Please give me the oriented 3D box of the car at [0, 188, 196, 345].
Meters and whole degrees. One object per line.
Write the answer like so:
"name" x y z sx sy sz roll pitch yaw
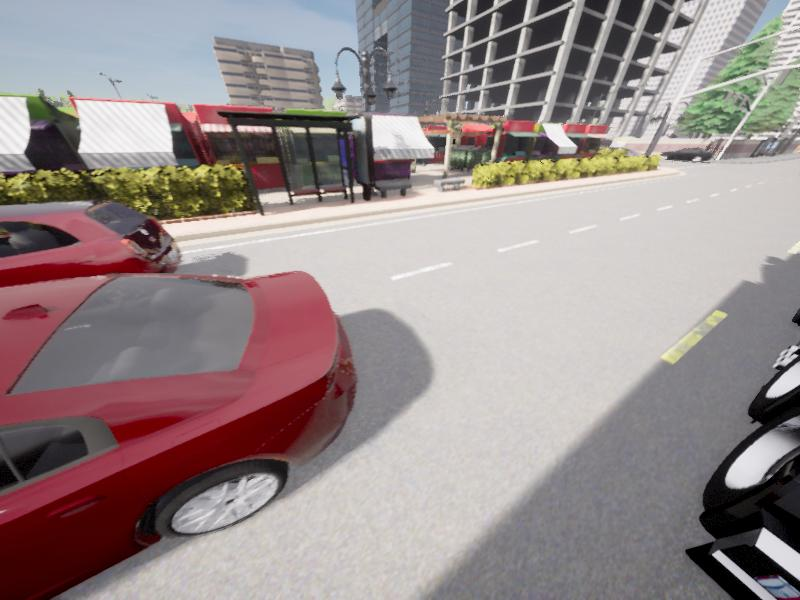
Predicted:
"car" -5.699 -0.506 3.340 3.633 1.501 1.845 -17 38 -23

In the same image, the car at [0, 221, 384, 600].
"car" -2.791 0.879 1.369 5.008 1.535 1.882 -17 38 -23

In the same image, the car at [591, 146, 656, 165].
"car" 26.247 -17.154 27.355 2.033 1.649 4.856 -17 38 -23

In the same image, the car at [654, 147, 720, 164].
"car" 36.720 -18.708 29.760 1.882 1.535 5.008 -24 42 -30

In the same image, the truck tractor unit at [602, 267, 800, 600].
"truck tractor unit" 5.116 -0.295 0.780 6.516 4.208 3.053 -18 39 -24
